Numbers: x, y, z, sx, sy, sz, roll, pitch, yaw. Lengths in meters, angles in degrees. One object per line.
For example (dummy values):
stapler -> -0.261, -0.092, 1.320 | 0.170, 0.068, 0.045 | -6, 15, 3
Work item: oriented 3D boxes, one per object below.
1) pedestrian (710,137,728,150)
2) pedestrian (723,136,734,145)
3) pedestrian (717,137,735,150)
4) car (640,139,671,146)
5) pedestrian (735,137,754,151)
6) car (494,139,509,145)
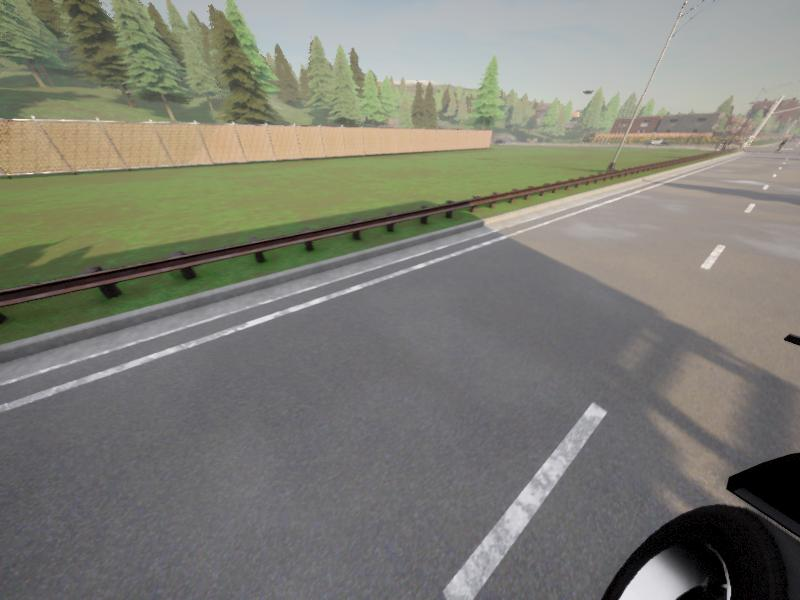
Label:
pedestrian -> 53.490, -26.258, 38.738 | 0.751, 1.860, 0.751 | 1, 35, 3
pedestrian -> 83.165, -40.372, 58.484 | 0.751, 1.860, 0.751 | -24, 42, -30
pedestrian -> 54.156, -26.033, 38.413 | 0.751, 1.860, 0.751 | 10, 36, 14
car -> 67.926, -42.002, 61.464 | 2.038, 1.542, 4.974 | -22, 40, -27
pedestrian -> 54.179, -24.587, 36.363 | 0.751, 1.860, 0.751 | -14, 37, -18
car -> 34.857, -54.350, 79.347 | 1.816, 1.474, 4.193 | -22, 40, -27
